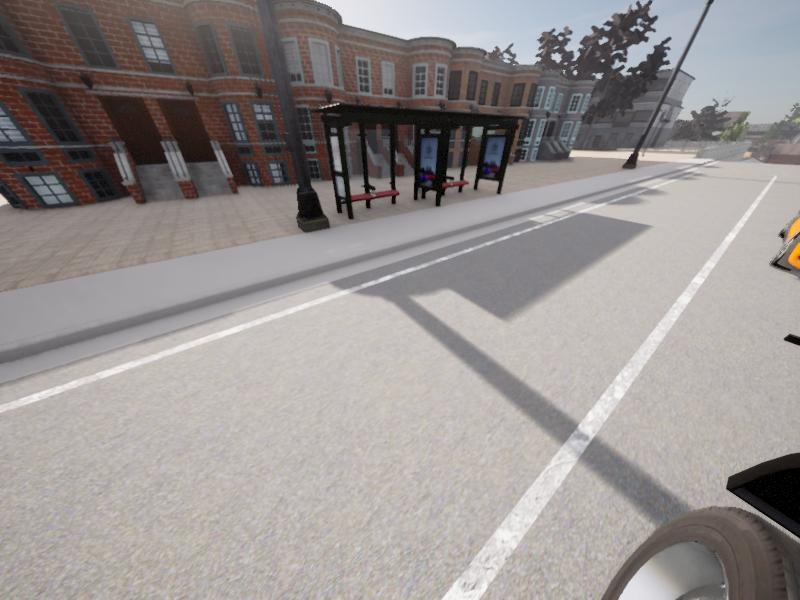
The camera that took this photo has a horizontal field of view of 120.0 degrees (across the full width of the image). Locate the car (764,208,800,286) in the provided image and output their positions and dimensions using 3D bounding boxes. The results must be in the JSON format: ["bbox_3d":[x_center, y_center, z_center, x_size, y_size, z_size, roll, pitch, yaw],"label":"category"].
[{"bbox_3d":[9.520,-1.432,4.322,4.553,1.767,2.097,-22,41,-28],"label":"car"}]
